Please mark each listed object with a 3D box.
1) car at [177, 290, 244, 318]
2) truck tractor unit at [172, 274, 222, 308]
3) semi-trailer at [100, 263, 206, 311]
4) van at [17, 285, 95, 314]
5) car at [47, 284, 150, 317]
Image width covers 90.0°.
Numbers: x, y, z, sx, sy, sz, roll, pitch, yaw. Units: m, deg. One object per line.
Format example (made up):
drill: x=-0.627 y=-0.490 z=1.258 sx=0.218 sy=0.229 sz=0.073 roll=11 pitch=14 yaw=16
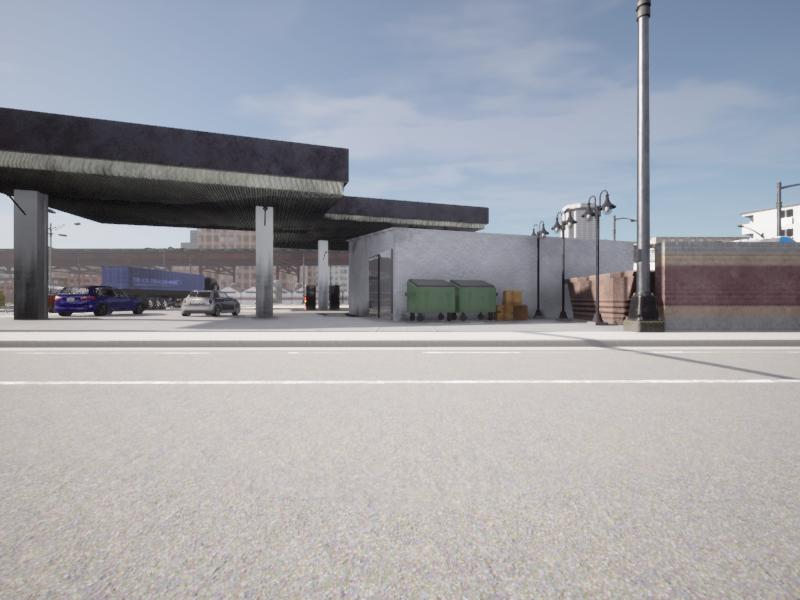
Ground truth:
car: x=-10.744 y=0.199 z=23.004 sx=1.970 sy=1.475 sz=3.806 roll=0 pitch=0 yaw=1
truck tractor unit: x=-26.056 y=-1.122 z=51.668 sx=3.053 sy=4.208 sz=6.516 roll=0 pitch=0 yaw=1
semi-trailer: x=-26.112 y=-1.218 z=43.759 sx=2.717 sy=4.402 sz=14.254 roll=0 pitch=0 yaw=0
van: x=-26.159 y=-0.027 z=30.678 sx=2.069 sy=2.038 sz=4.480 roll=0 pitch=0 yaw=0
car: x=-16.492 y=0.038 z=22.265 sx=2.242 sy=1.667 sz=4.611 roll=0 pitch=0 yaw=1
